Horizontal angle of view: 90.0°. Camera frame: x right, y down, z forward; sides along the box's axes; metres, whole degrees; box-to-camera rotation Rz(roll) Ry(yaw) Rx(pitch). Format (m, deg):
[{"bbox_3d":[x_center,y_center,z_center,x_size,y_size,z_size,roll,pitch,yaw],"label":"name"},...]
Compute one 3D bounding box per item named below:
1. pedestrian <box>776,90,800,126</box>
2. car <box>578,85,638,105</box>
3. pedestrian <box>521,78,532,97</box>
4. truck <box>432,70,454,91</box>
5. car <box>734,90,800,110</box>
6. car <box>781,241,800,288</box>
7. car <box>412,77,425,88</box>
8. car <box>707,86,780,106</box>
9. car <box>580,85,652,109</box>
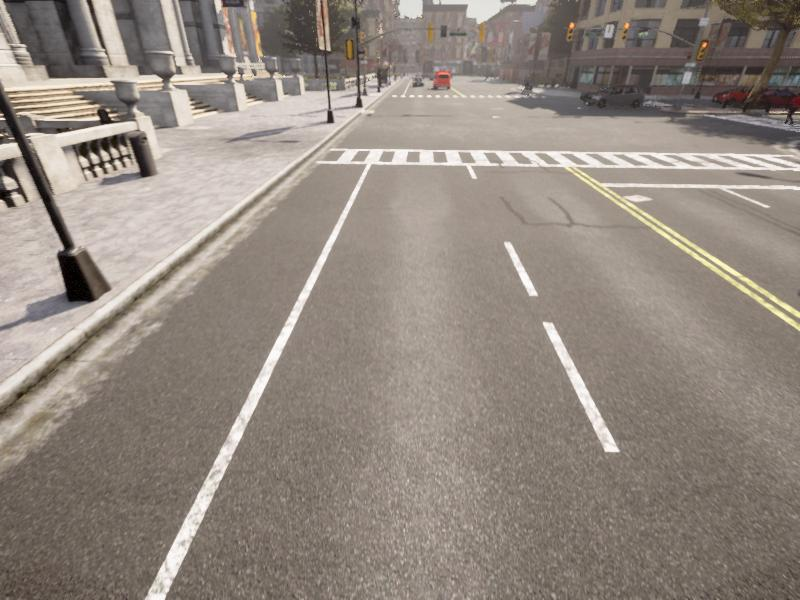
[{"bbox_3d":[23.397,-11.382,23.715,0.751,1.860,0.751,4,31,7],"label":"pedestrian"},{"bbox_3d":[19.676,-19.510,38.022,4.674,1.442,1.812,9,32,15],"label":"car"},{"bbox_3d":[14.398,-24.292,45.685,0.751,1.860,0.751,1,30,1],"label":"pedestrian"},{"bbox_3d":[6.184,-32.024,58.265,2.627,2.467,5.204,1,30,1],"label":"truck"},{"bbox_3d":[31.410,-17.012,33.920,4.181,1.385,1.994,1,30,2],"label":"car"},{"bbox_3d":[7.277,-0.208,4.532,1.905,1.878,3.866,1,30,1],"label":"car"},{"bbox_3d":[2.952,-35.017,64.335,1.970,1.475,3.806,1,30,2],"label":"car"},{"bbox_3d":[31.586,-18.850,36.906,4.514,1.525,2.007,1,30,2],"label":"car"},{"bbox_3d":[18.147,-17.216,33.870,4.611,1.667,2.242,-2,30,-5],"label":"car"}]
